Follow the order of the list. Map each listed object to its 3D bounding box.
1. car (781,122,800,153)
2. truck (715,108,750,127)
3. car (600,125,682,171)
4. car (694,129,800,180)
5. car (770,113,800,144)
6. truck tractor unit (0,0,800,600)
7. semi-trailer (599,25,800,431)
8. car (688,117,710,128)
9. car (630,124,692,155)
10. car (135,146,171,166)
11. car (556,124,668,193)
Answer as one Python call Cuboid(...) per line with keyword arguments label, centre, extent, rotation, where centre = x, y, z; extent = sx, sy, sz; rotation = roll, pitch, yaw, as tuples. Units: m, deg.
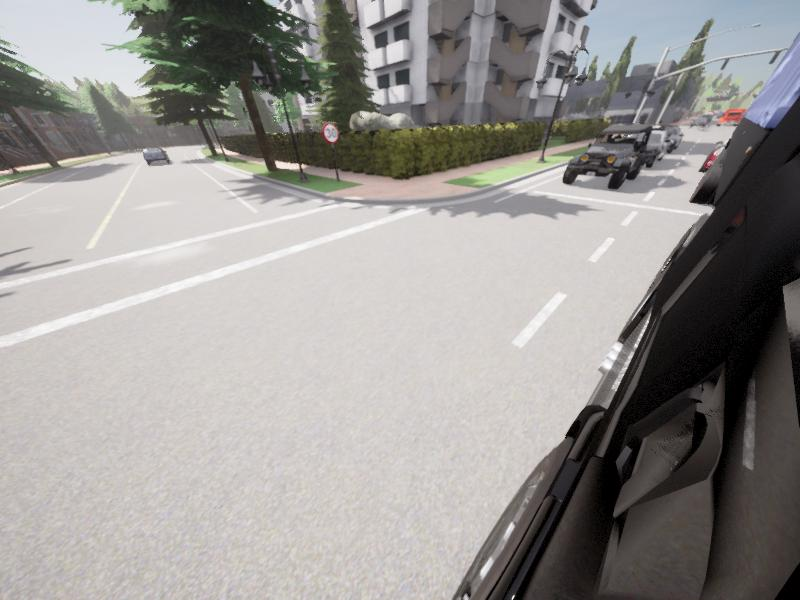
Cuboid(label="car", centre=(26.412, -10.329, 14.428), extent=(5.366, 1.575, 1.801), rotation=(-30, 45, -32))
Cuboid(label="truck", centre=(59.507, -32.759, 41.479), extent=(5.204, 2.467, 2.627), rotation=(-30, 45, -32))
Cuboid(label="car", centre=(13.300, -8.440, 12.687), extent=(5.238, 1.638, 1.930), rotation=(-30, 45, -32))
Cuboid(label="car", centre=(14.961, -6.450, 10.066), extent=(3.806, 1.475, 1.970), rotation=(-29, 44, -31))
Cuboid(label="car", centre=(31.598, -13.462, 18.026), extent=(4.605, 1.855, 1.932), rotation=(-30, 45, -32))
Cuboid(label="truck tractor unit", centre=(2.645, -0.295, 0.351), extent=(6.516, 4.208, 3.053), rotation=(-28, 44, -30))
Cuboid(label="semi-trailer", centre=(8.614, -3.664, 4.306), extent=(14.254, 4.402, 2.717), rotation=(-29, 44, -31))
Cuboid(label="car", centre=(54.209, -32.111, 41.806), extent=(4.674, 1.442, 1.812), rotation=(-30, 45, -32))
Cuboid(label="car", centre=(18.996, -11.702, 16.765), extent=(4.974, 1.542, 2.038), rotation=(-30, 45, -31))
Cuboid(label="car", centre=(-26.145, -15.469, 24.679), extent=(2.033, 1.411, 5.357), rotation=(-27, 43, -29))
Cuboid(label="car", centre=(8.445, -5.791, 9.256), extent=(3.866, 1.878, 1.905), rotation=(-28, 44, -30))
